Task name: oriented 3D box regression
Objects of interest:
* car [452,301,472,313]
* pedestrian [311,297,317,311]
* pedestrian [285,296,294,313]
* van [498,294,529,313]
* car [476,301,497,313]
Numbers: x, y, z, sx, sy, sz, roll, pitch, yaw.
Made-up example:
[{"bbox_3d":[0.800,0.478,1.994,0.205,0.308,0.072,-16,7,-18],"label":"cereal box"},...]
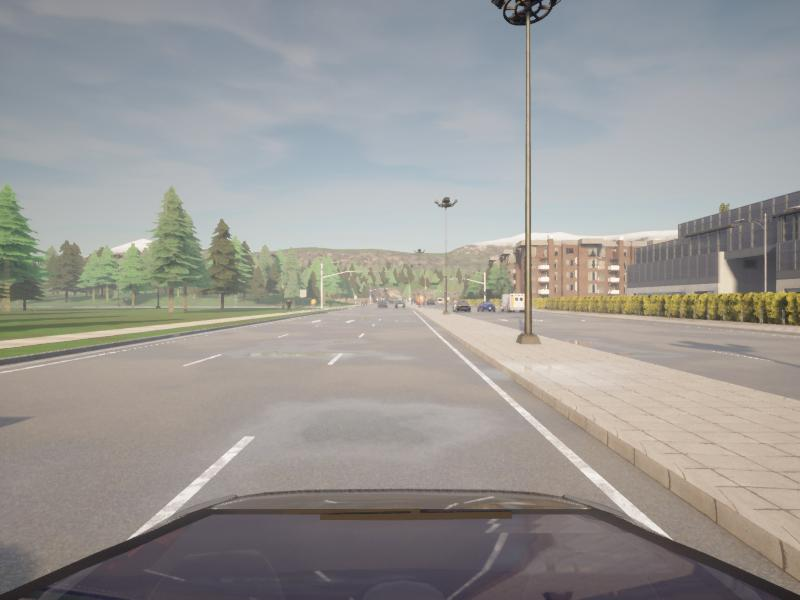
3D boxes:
[{"bbox_3d":[8.250,0.874,53.841,2.038,1.542,4.974,0,0,1],"label":"car"},{"bbox_3d":[-12.001,0.534,55.757,0.751,1.860,0.751,0,0,2],"label":"pedestrian"},{"bbox_3d":[-12.296,0.524,44.541,0.751,1.860,0.751,0,0,2],"label":"pedestrian"},{"bbox_3d":[15.255,0.426,54.148,2.351,2.431,6.366,0,0,0],"label":"van"},{"bbox_3d":[11.755,0.918,54.568,1.812,1.442,4.674,0,0,0],"label":"car"}]
